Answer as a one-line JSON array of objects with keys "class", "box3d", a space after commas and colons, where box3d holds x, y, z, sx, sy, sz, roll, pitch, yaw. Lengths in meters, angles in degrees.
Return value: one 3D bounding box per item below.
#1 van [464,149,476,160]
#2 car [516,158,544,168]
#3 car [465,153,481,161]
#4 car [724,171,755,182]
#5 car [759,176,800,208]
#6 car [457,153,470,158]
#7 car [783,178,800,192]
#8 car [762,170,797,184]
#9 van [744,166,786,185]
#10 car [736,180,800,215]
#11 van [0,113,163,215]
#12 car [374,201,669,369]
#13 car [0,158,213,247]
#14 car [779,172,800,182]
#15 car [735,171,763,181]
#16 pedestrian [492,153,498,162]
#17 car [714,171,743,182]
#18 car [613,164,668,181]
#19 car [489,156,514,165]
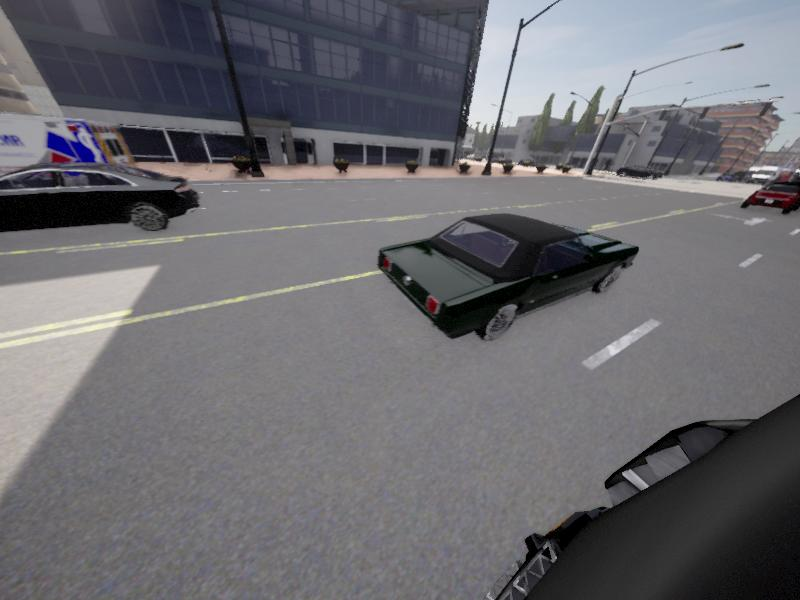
[{"class": "van", "box3d": [22.404, -46.446, 73.797, 1.988, 2.561, 5.915, 19, 36, 21]}, {"class": "car", "box3d": [25.310, -26.747, 45.026, 1.816, 1.474, 4.193, -14, 37, -25]}, {"class": "car", "box3d": [19.600, -38.614, 62.477, 2.007, 1.525, 4.514, -4, 34, -12]}, {"class": "car", "box3d": [63.603, -23.182, 43.258, 5.238, 1.638, 1.930, -15, 37, -24]}, {"class": "car", "box3d": [28.449, -7.750, 16.439, 5.238, 1.638, 1.930, -14, 37, -25]}, {"class": "car", "box3d": [25.133, -57.690, 92.250, 2.033, 1.411, 5.357, -11, 36, -22]}, {"class": "car", "box3d": [51.314, -14.227, 28.745, 4.181, 1.385, 1.994, -3, 34, -10]}, {"class": "car", "box3d": [71.959, -23.354, 43.779, 5.566, 2.045, 2.150, -15, 38, -24]}, {"class": "van", "box3d": [59.797, -20.391, 37.863, 5.915, 2.561, 1.988, -14, 37, -25]}, {"class": "car", "box3d": [22.387, -6.123, 13.616, 4.193, 1.474, 1.816, -15, 37, -25]}, {"class": "van", "box3d": [-12.181, -4.078, 6.901, 6.366, 2.431, 2.351, -15, 38, -25]}, {"class": "car", "box3d": [2.107, -0.743, 4.061, 4.718, 1.301, 1.895, -15, 38, -25]}, {"class": "car", "box3d": [-8.099, -2.566, 5.788, 4.902, 1.511, 2.128, -15, 37, -25]}, {"class": "car", "box3d": [83.807, -26.358, 49.472, 4.193, 1.474, 1.816, -15, 38, -24]}, {"class": "car", "box3d": [70.022, -24.846, 46.327, 5.008, 1.535, 1.882, -15, 38, -24]}, {"class": "pedestrian", "box3d": [24.860, -37.296, 60.396, 0.751, 1.860, 0.751, 5, 33, 2]}, {"class": "car", "box3d": [57.464, -21.558, 40.381, 4.193, 1.474, 1.816, -14, 37, -25]}, {"class": "car", "box3d": [33.878, -18.080, 32.682, 1.882, 1.535, 5.008, -20, 40, -31]}, {"class": "car", "box3d": [23.623, -32.725, 54.039, 2.033, 1.411, 5.357, -13, 37, -23]}]
